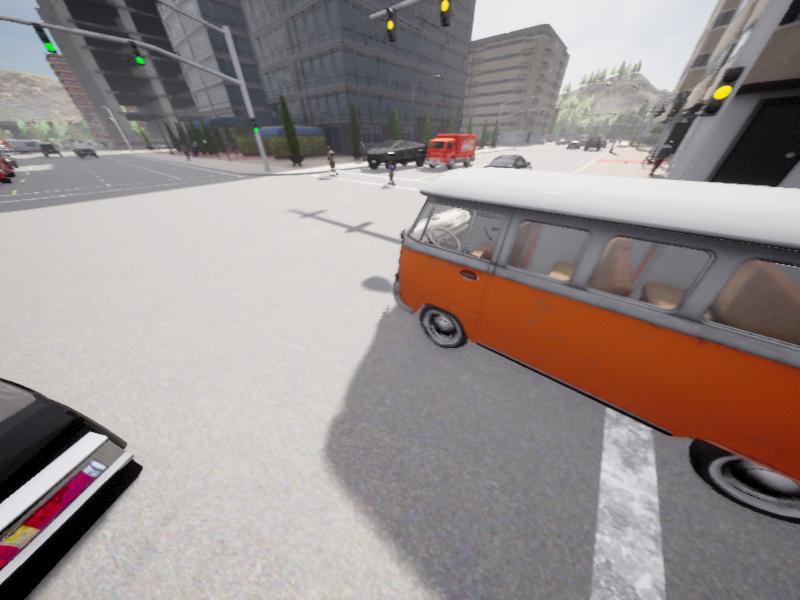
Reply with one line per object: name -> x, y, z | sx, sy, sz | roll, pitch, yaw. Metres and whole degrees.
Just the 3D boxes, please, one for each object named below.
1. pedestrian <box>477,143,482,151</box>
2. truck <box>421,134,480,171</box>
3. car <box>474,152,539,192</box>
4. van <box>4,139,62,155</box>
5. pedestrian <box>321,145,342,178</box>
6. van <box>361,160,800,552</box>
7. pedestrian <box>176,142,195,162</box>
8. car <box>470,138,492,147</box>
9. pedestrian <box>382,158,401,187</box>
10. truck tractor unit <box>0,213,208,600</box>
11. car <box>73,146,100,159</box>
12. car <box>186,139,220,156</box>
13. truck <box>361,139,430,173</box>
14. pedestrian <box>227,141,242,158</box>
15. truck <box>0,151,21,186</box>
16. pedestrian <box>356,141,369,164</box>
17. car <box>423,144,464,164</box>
pedestrian -> 14.227, -27.375, 41.339 | 0.500, 1.100, 0.500 | -26, 42, -31
truck -> 4.438, -13.007, 20.209 | 2.627, 2.467, 5.204 | 25, 42, 31
car -> 6.086, -7.313, 12.993 | 1.812, 1.442, 4.674 | 23, 41, 30
van -> -77.188, -32.384, 48.819 | 1.988, 2.561, 5.915 | 25, 42, 31
pedestrian -> -4.639, -9.451, 15.784 | 0.751, 1.860, 0.751 | 22, 41, 28
van -> 1.885, -0.143, 2.411 | 4.442, 1.987, 1.775 | 25, 42, 31
pedestrian -> -24.359, -16.810, 26.255 | 0.751, 1.860, 0.751 | 25, 43, 32
car -> 20.804, -40.440, 59.397 | 4.553, 1.767, 2.097 | 25, 43, 32
pedestrian -> -0.467, -7.047, 12.796 | 0.751, 1.300, 0.751 | 15, 38, 21
truck tractor unit -> -5.342, 0.063, 0.276 | 6.516, 4.208, 3.053 | 6, 35, 8
car -> -49.619, -23.345, 36.527 | 4.892, 1.490, 1.837 | 25, 42, 31
car -> -33.065, -25.873, 39.103 | 2.390, 2.098, 6.274 | -13, 37, -17
truck -> -0.141, -12.793, 20.296 | 2.390, 2.098, 6.274 | 25, 43, 32
pedestrian -> -21.924, -19.973, 30.704 | 0.751, 1.860, 0.751 | 14, 38, 20
truck -> -28.951, -9.736, 14.885 | 8.468, 3.827, 2.891 | 24, 42, 31
pedestrian -> -3.707, -14.618, 22.839 | 0.751, 1.860, 0.751 | 24, 42, 31
car -> 4.863, -16.089, 25.349 | 1.801, 1.575, 5.366 | 25, 43, 32
